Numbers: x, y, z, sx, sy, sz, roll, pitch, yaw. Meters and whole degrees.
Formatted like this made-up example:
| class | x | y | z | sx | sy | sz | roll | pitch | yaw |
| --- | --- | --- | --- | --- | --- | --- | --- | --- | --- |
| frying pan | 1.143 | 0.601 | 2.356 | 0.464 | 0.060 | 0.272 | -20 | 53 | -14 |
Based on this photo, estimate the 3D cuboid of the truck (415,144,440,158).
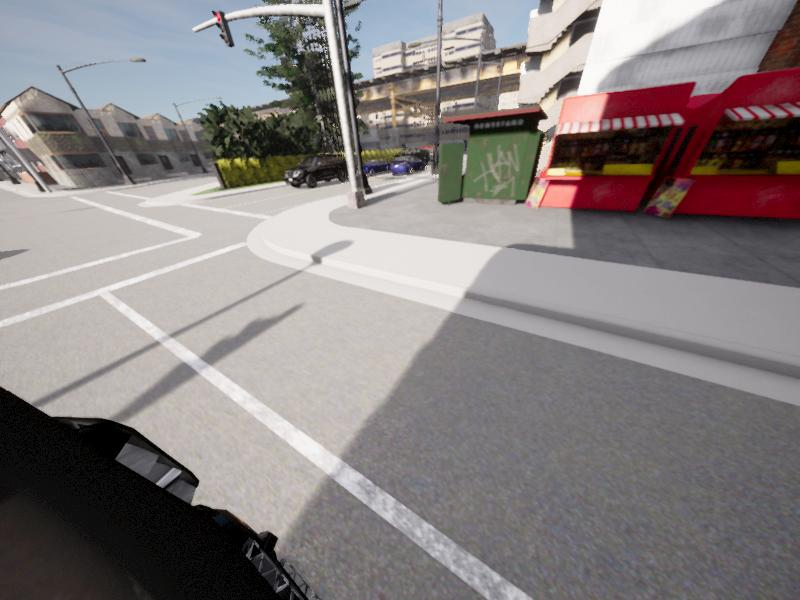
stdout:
| class | x | y | z | sx | sy | sz | roll | pitch | yaw |
| --- | --- | --- | --- | --- | --- | --- | --- | --- | --- |
| truck | 6.487 | -35.050 | 54.426 | 5.204 | 2.467 | 2.627 | 15 | 38 | 26 |

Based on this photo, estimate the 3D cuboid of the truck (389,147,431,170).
| class | x | y | z | sx | sy | sz | roll | pitch | yaw |
| --- | --- | --- | --- | --- | --- | --- | --- | --- | --- |
| truck | 1.431 | -17.798 | 28.927 | 2.390 | 2.098 | 6.274 | 16 | 38 | 27 |

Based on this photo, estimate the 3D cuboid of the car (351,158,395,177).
| class | x | y | z | sx | sy | sz | roll | pitch | yaw |
| --- | --- | --- | --- | --- | --- | --- | --- | --- | --- |
| car | -2.637 | -13.477 | 23.463 | 1.895 | 1.301 | 4.718 | 15 | 38 | 27 |

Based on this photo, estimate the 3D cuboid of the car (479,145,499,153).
| class | x | y | z | sx | sy | sz | roll | pitch | yaw |
| --- | --- | --- | --- | --- | --- | --- | --- | --- | --- |
| car | 22.877 | -38.818 | 59.378 | 4.974 | 1.542 | 2.038 | -23 | 38 | -27 |

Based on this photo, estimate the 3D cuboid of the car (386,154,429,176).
| class | x | y | z | sx | sy | sz | roll | pitch | yaw |
| --- | --- | --- | --- | --- | --- | --- | --- | --- | --- |
| car | 0.876 | -13.227 | 22.568 | 2.163 | 1.488 | 4.792 | 16 | 38 | 27 |

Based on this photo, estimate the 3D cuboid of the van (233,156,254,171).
| class | x | y | z | sx | sy | sz | roll | pitch | yaw |
| --- | --- | --- | --- | --- | --- | --- | --- | --- | --- |
| van | -35.514 | -31.234 | 52.648 | 1.988 | 2.561 | 5.915 | -11 | 34 | -11 |

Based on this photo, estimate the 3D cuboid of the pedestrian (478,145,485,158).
| class | x | y | z | sx | sy | sz | roll | pitch | yaw |
| --- | --- | --- | --- | --- | --- | --- | --- | --- | --- |
| pedestrian | 14.353 | -26.373 | 40.926 | 0.751 | 1.860 | 0.751 | -3 | 33 | 1 |

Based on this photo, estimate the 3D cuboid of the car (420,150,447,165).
| class | x | y | z | sx | sy | sz | roll | pitch | yaw |
| --- | --- | --- | --- | --- | --- | --- | --- | --- | --- |
| car | 5.056 | -21.100 | 34.177 | 2.163 | 1.488 | 4.792 | 16 | 38 | 27 |

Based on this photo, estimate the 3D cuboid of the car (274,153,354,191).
| class | x | y | z | sx | sy | sz | roll | pitch | yaw |
| --- | --- | --- | --- | --- | --- | --- | --- | --- | --- |
| car | -6.358 | -10.157 | 18.073 | 2.150 | 2.045 | 5.566 | 15 | 38 | 27 |
